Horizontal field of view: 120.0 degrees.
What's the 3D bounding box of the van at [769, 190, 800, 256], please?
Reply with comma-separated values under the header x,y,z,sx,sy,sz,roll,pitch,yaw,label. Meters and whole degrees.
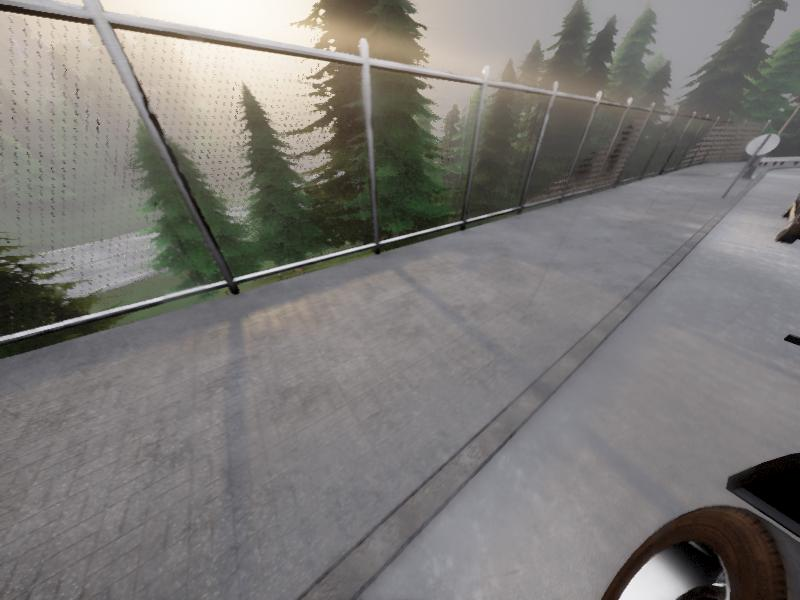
x,y,z,sx,sy,sz,roll,pitch,yaw,label
11.989,-2.802,5.610,5.915,2.561,1.988,-22,41,-28,van
